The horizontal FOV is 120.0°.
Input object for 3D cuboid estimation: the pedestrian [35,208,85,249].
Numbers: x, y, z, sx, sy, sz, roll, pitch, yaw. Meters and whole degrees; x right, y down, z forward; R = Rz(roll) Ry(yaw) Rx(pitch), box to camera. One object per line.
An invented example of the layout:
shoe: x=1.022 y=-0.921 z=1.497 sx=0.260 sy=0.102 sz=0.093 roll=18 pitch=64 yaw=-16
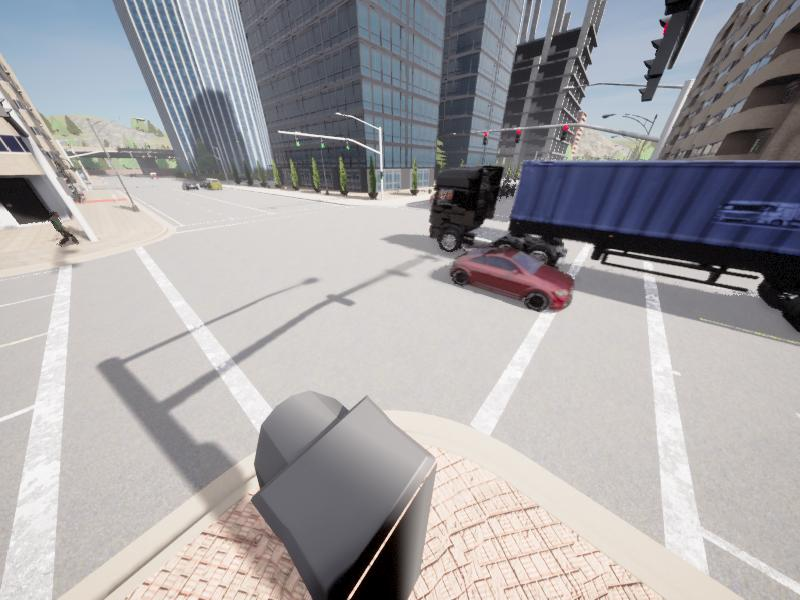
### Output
pedestrian: x=-17.909 y=-3.772 z=12.214 sx=0.751 sy=1.860 sz=0.751 roll=22 pitch=37 yaw=33

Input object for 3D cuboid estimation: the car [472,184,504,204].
car: x=11.313 y=-13.571 z=29.522 sx=1.932 sy=1.855 sz=4.605 roll=23 pitch=37 yaw=34

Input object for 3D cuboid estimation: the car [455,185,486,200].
car: x=10.100 y=-15.400 z=33.058 sx=2.128 sy=1.511 sz=4.902 roll=23 pitch=37 yaw=34

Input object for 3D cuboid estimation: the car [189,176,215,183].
car: x=-57.574 y=-35.243 z=67.407 sx=5.238 sy=1.638 sz=1.930 roll=-14 pitch=33 yaw=-23

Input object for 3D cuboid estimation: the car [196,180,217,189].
car: x=-41.206 y=-24.667 z=49.204 sx=4.514 sy=1.525 sz=2.007 roll=23 pitch=37 yaw=34

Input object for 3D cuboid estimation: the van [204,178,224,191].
van: x=-36.670 y=-22.748 z=45.421 sx=4.442 sy=1.987 sz=1.775 roll=26 pitch=39 yaw=37

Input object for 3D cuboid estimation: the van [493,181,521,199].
van: x=15.712 y=-16.227 z=33.959 sx=2.069 sy=2.038 sz=4.480 roll=23 pitch=37 yaw=34

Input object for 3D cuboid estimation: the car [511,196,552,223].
car: x=11.753 y=-8.174 z=20.571 sx=2.163 sy=1.488 sz=4.792 roll=19 pitch=35 yaw=30

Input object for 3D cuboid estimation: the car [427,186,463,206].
car: x=5.584 y=-12.881 z=28.411 sx=2.097 sy=1.767 sz=4.553 roll=23 pitch=37 yaw=34

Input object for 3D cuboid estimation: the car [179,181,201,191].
car: x=-41.182 y=-22.370 z=45.225 sx=4.514 sy=1.525 sz=2.007 roll=23 pitch=37 yaw=34

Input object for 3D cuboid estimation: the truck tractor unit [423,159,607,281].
truck tractor unit: x=4.774 y=-4.237 z=11.058 sx=6.516 sy=4.208 sz=3.053 roll=23 pitch=38 yaw=34

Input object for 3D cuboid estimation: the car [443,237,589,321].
car: x=3.954 y=-1.043 z=8.415 sx=4.181 sy=1.385 sz=1.994 roll=23 pitch=37 yaw=34

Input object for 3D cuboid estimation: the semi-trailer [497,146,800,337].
semi-trailer: x=10.852 y=-1.766 z=6.634 sx=14.254 sy=4.402 sz=2.717 roll=23 pitch=37 yaw=34

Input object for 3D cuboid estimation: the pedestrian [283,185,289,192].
pedestrian: x=-20.069 y=-19.623 z=40.540 sx=0.500 sy=1.100 sz=0.500 roll=22 pitch=37 yaw=33
